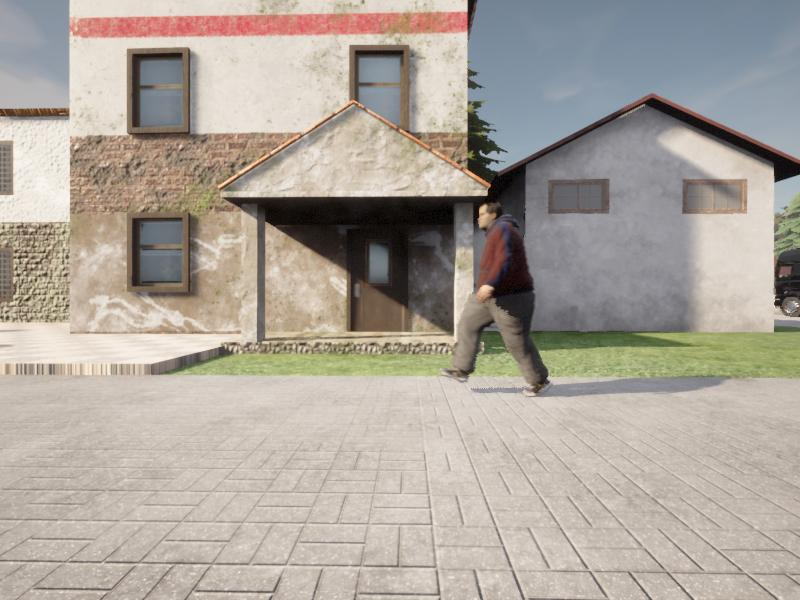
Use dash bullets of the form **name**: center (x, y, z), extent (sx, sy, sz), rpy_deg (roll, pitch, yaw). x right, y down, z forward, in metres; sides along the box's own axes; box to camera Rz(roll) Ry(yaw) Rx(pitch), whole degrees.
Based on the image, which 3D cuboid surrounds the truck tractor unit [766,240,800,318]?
- **truck tractor unit**: center (23.091, -1.123, 20.554), extent (3.053, 4.208, 6.516), rpy_deg (0, 0, 6)

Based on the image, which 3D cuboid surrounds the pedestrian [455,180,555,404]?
- **pedestrian**: center (0.921, -0.066, 3.695), extent (0.751, 1.860, 0.751), rpy_deg (0, 0, 2)
